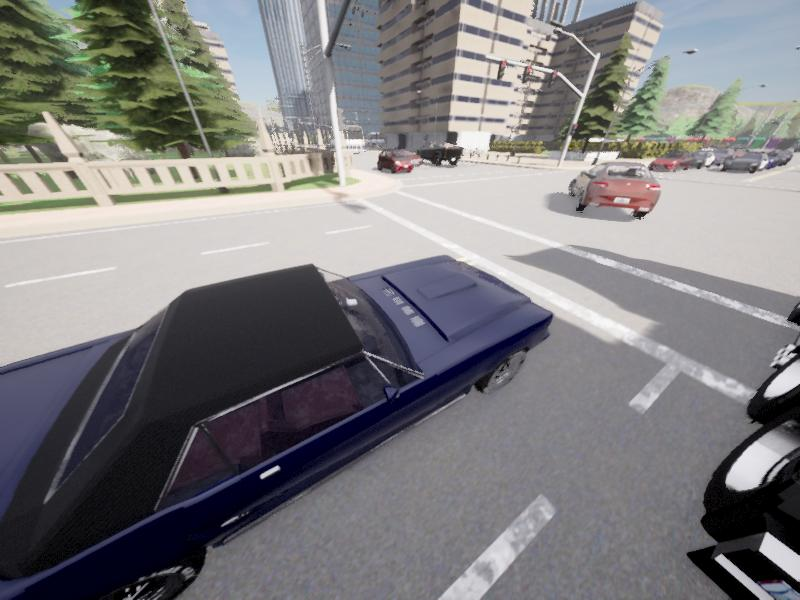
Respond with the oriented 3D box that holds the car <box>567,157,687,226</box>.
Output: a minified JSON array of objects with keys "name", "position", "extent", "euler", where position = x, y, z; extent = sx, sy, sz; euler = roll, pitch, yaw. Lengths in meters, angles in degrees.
[{"name":"car","position":[8.534,-4.686,9.404],"extent":[2.152,1.651,5.027],"euler":[17,38,22]}]

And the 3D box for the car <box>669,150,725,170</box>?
[{"name":"car","position":[30.443,-14.425,23.673],"extent":[4.974,1.542,2.038],"euler":[-18,39,-24]}]

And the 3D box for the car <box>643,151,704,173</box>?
[{"name":"car","position":[25.017,-12.690,21.136],"extent":[4.514,1.525,2.007],"euler":[-17,38,-23]}]

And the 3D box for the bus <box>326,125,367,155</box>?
[{"name":"bus","position":[-10.413,-30.591,44.255],"extent":[3.944,4.253,10.273],"euler":[-18,39,-24]}]

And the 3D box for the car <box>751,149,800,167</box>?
[{"name":"car","position":[42.830,-16.162,26.285],"extent":[4.902,1.511,2.128],"euler":[-18,39,-24]}]

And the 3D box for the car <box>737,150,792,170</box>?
[{"name":"car","position":[37.319,-14.365,23.642],"extent":[4.514,1.525,2.007],"euler":[-18,39,-24]}]

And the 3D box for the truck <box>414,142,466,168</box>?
[{"name":"truck","position":[4.024,-15.916,25.121],"extent":[2.390,2.098,6.274],"euler":[-15,37,-20]}]

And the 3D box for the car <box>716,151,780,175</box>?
[{"name":"car","position":[31.277,-12.391,20.749],"extent":[4.974,1.542,2.038],"euler":[-18,39,-24]}]

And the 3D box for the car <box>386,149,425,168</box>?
[{"name":"car","position":[0.485,-14.807,24.072],"extent":[1.812,1.442,4.674],"euler":[-18,39,-24]}]

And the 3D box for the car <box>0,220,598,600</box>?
[{"name":"car","position":[-0.695,0.475,2.188],"extent":[4.718,1.301,1.895],"euler":[-18,39,-24]}]

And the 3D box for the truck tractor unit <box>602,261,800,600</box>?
[{"name":"truck tractor unit","position":[5.104,-0.307,0.789],"extent":[6.516,4.208,3.053],"euler":[-19,39,-24]}]

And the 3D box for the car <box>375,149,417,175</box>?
[{"name":"car","position":[-0.429,-11.723,19.482],"extent":[1.851,1.617,3.988],"euler":[-17,38,-23]}]

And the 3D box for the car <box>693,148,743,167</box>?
[{"name":"car","position":[36.462,-16.434,26.525],"extent":[4.856,1.649,2.033],"euler":[-18,39,-24]}]
